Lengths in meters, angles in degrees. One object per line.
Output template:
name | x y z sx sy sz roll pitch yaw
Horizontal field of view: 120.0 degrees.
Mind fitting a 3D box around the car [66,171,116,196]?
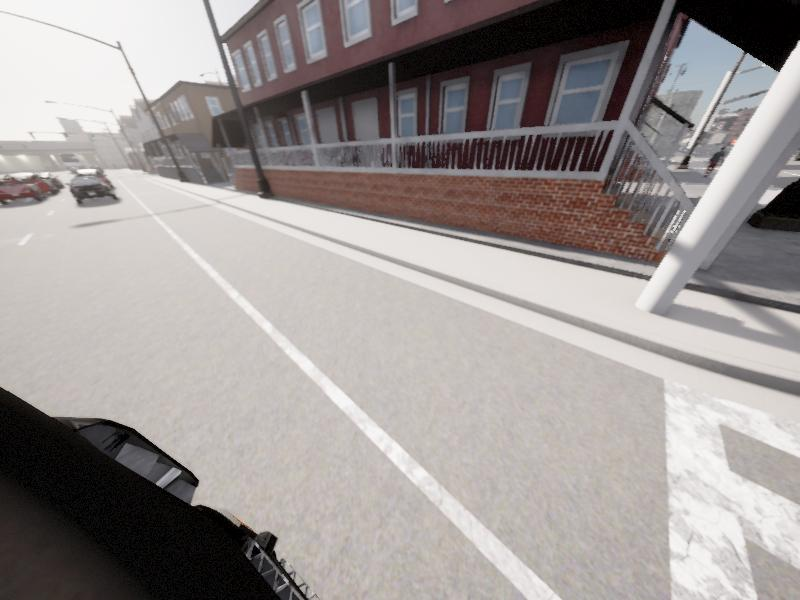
car | -25.416 -9.678 19.104 3.633 1.501 1.845 25 41 35

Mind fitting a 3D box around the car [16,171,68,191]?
car | -37.112 -12.497 24.147 4.902 1.511 2.128 25 41 35

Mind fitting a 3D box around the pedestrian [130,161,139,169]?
pedestrian | -69.683 -35.480 60.637 0.751 1.860 0.751 27 43 37

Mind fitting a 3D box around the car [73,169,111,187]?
car | -35.128 -14.060 26.452 4.514 1.525 2.007 26 42 36

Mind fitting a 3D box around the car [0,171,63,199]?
car | -31.123 -9.815 19.500 4.611 1.667 2.242 25 41 35

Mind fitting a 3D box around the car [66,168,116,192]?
car | -29.852 -11.764 22.460 4.611 1.667 2.242 25 41 35

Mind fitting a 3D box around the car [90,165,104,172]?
car | -85.651 -37.336 65.388 5.366 1.575 1.801 25 41 35

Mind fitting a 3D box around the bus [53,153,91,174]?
bus | -86.354 -36.153 61.077 10.273 4.253 3.944 25 41 35

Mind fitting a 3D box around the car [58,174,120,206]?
car | -20.718 -7.486 15.517 4.674 1.442 1.812 25 41 35

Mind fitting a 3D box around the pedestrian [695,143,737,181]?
pedestrian | 18.641 -8.165 13.692 0.751 1.860 0.751 -28 41 -34

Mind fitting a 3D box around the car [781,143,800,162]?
car | 45.129 -16.227 25.262 2.242 1.667 4.611 25 41 35

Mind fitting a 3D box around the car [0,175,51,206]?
car | -26.710 -7.732 16.151 3.633 1.501 1.845 25 41 35
